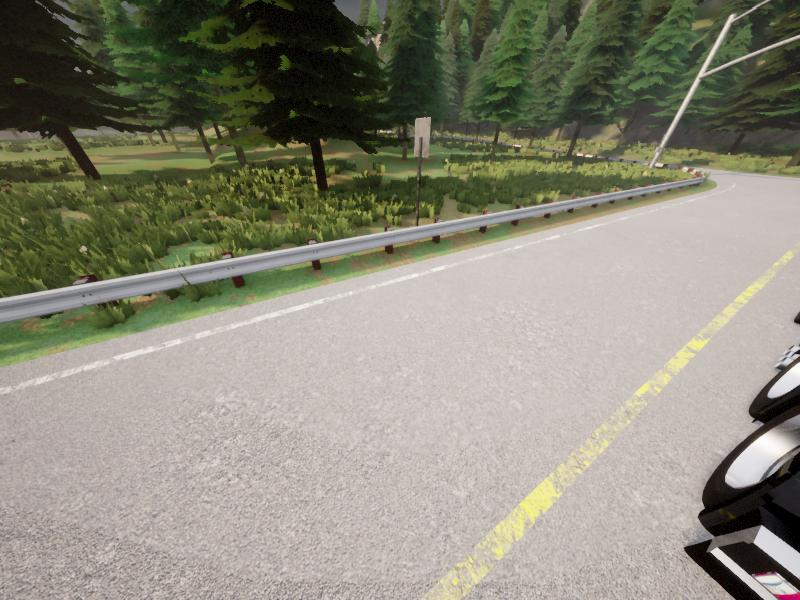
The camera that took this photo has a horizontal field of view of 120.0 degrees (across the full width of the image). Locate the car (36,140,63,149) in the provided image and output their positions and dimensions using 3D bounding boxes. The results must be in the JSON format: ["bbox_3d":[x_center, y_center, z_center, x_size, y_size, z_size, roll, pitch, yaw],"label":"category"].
[{"bbox_3d":[-87.391,-38.847,57.584,3.866,1.878,1.905,9,36,13],"label":"car"}]

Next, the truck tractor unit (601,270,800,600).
[{"bbox_3d":[5.120,-0.292,0.768,6.516,4.208,3.053,-18,39,-24],"label":"truck tractor unit"}]
